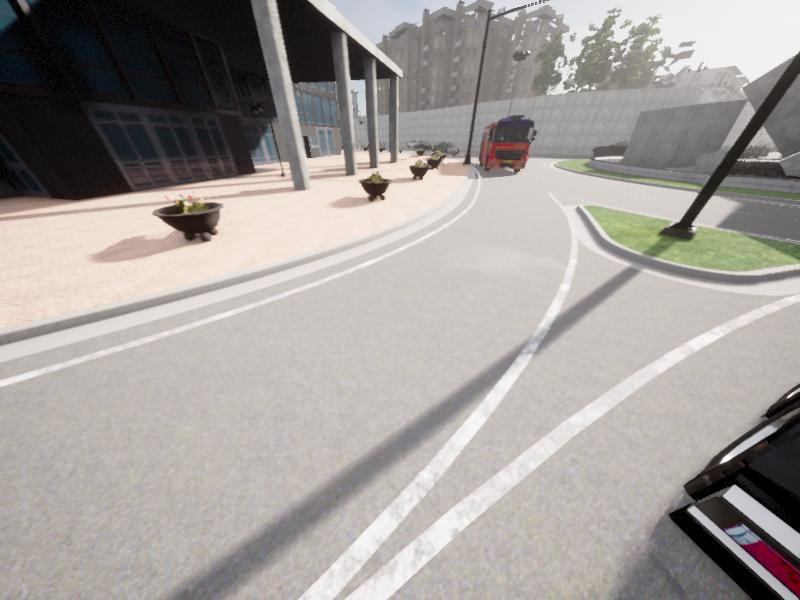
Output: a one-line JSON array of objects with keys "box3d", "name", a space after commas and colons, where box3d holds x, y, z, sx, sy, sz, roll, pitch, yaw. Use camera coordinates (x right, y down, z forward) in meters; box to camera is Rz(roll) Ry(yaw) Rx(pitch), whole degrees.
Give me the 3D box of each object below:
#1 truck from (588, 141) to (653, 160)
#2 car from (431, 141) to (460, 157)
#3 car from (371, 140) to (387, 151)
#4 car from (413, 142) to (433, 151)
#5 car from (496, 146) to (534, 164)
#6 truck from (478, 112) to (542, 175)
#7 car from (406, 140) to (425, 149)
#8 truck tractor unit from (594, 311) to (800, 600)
[{"box3d": [32.523, -22.263, 34.350, 6.274, 2.098, 2.390, 10, 36, 14], "name": "truck"}, {"box3d": [7.187, -24.092, 36.864, 1.932, 1.855, 4.605, -16, 40, -22], "name": "car"}, {"box3d": [-4.790, -35.350, 52.829, 1.905, 1.878, 3.866, -20, 40, -27], "name": "car"}, {"box3d": [5.462, -37.249, 55.853, 2.242, 1.667, 4.611, -21, 40, -27], "name": "car"}, {"box3d": [13.847, -17.855, 28.291, 1.801, 1.575, 5.366, -1, 35, -2], "name": "car"}, {"box3d": [9.094, -13.830, 20.525, 2.891, 3.827, 8.468, 7, 35, 9], "name": "truck"}, {"box3d": [4.071, -42.254, 62.670, 2.150, 2.045, 5.566, -20, 40, -27], "name": "car"}, {"box3d": [5.216, -0.179, 0.614, 6.516, 4.208, 3.053, -14, 37, -19], "name": "truck tractor unit"}]
